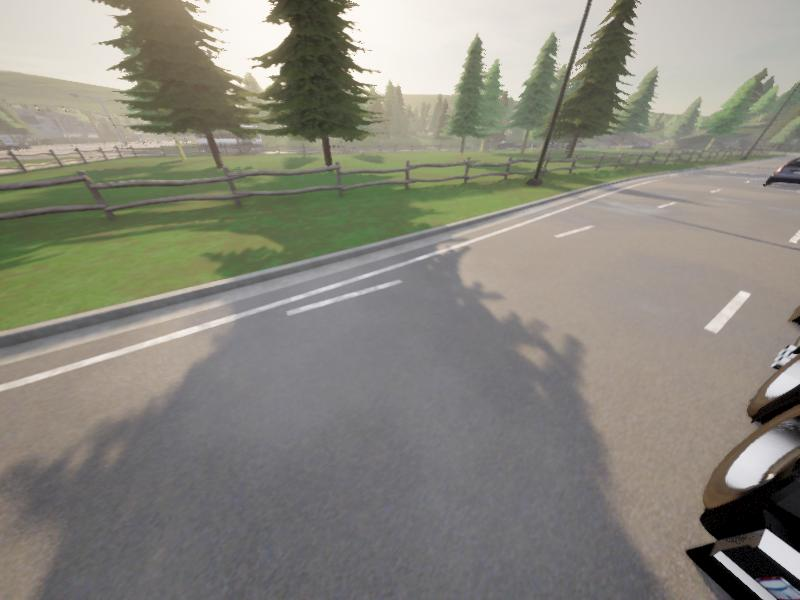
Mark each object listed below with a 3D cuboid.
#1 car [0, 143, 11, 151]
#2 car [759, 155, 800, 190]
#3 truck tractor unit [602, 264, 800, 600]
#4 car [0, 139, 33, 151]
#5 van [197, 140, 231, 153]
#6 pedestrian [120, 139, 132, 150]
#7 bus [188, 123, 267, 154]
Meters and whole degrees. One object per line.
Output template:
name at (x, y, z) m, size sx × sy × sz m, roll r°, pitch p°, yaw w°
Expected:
car at (-80.371, -30.174, 45.460) m, size 1.895 × 1.301 × 4.718 m, roll -18°, pitch 39°, yaw -25°
car at (24.788, -7.914, 14.247) m, size 3.988 × 1.617 × 1.851 m, roll -18°, pitch 39°, yaw -24°
truck tractor unit at (5.116, -0.293, 0.787) m, size 6.516 × 4.208 × 3.053 m, roll -18°, pitch 39°, yaw -24°
car at (-77.055, -31.110, 46.347) m, size 1.905 × 1.878 × 3.866 m, roll -18°, pitch 39°, yaw -25°
van at (-35.023, -29.006, 43.647) m, size 4.442 × 1.987 × 1.775 m, roll -18°, pitch 39°, yaw -24°
pedestrian at (-56.948, -32.358, 48.026) m, size 0.751 × 1.860 × 0.751 m, roll -12°, pitch 37°, yaw -17°
bus at (-30.532, -28.999, 41.698) m, size 10.273 × 4.253 × 3.944 m, roll -18°, pitch 39°, yaw -24°
